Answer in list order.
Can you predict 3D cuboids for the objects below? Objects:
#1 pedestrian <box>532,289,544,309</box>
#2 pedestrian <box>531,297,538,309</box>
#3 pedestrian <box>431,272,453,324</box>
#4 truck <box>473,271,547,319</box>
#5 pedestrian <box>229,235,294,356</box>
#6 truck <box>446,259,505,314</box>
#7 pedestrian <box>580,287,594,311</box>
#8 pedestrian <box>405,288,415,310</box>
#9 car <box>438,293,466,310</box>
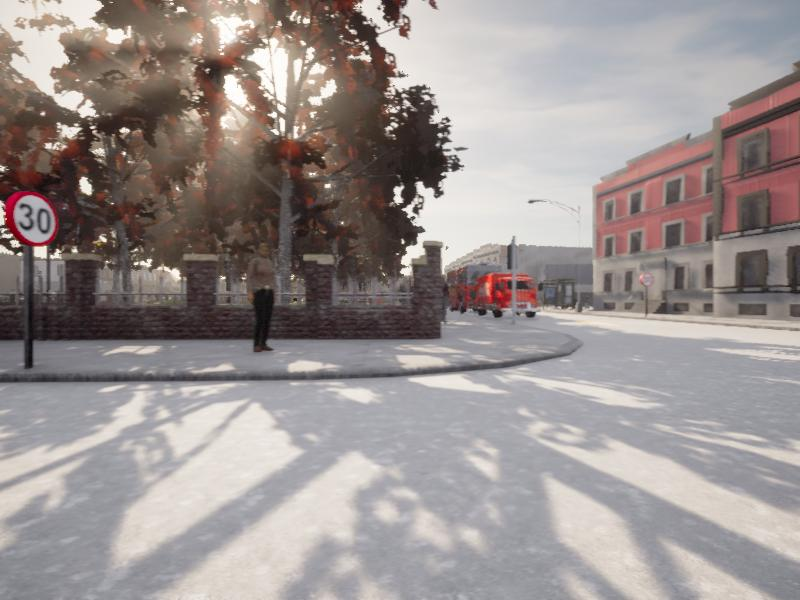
[{"bbox_3d":[12.425,-0.086,36.050,0.751,1.860,0.751,0,0,-11],"label":"pedestrian"},{"bbox_3d":[12.728,0.293,37.914,0.500,1.100,0.500,0,0,-5],"label":"pedestrian"},{"bbox_3d":[1.543,-0.077,14.787,0.751,1.860,0.751,0,0,-1],"label":"pedestrian"},{"bbox_3d":[6.075,-0.257,22.924,2.627,2.467,5.204,0,0,-3],"label":"truck"},{"bbox_3d":[-2.310,-0.073,6.702,0.751,1.860,0.751,0,0,40],"label":"pedestrian"},{"bbox_3d":[5.763,-0.941,32.079,2.891,3.827,8.468,0,0,-2],"label":"truck"},{"bbox_3d":[14.751,-0.082,31.593,0.751,1.860,0.751,0,0,-10],"label":"pedestrian"},{"bbox_3d":[0.866,-0.092,34.636,0.751,1.860,0.751,0,0,18],"label":"pedestrian"},{"bbox_3d":[5.417,0.153,42.435,2.152,1.651,5.027,0,0,-2],"label":"car"}]
